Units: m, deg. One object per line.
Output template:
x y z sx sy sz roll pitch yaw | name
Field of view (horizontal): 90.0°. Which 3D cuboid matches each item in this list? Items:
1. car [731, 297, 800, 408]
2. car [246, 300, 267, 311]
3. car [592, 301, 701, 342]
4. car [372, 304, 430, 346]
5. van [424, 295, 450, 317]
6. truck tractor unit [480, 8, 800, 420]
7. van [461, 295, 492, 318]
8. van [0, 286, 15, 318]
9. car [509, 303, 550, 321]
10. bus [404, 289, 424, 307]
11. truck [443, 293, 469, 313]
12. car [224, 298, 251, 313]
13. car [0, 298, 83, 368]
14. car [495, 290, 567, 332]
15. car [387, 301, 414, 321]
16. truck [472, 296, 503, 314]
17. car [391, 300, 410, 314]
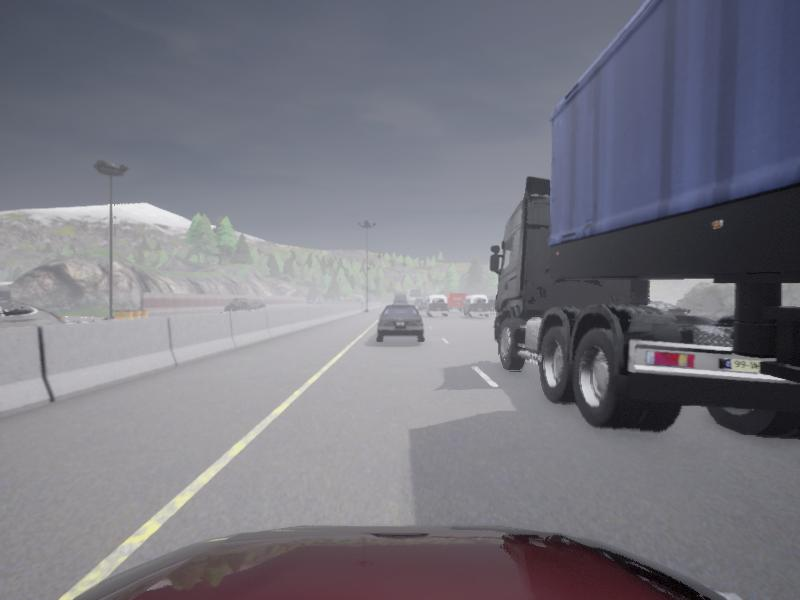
7.006 0.782 4.663 2.152 1.651 5.027 0 0 0 | car
-20.936 0.824 58.561 1.789 1.549 3.705 0 0 0 | car
10.521 0.831 17.584 2.007 1.525 4.514 0 0 0 | car
0.022 0.897 16.713 2.033 1.411 5.357 0 0 0 | car
3.543 0.578 38.828 2.069 2.038 4.480 0 0 0 | van
3.717 -0.661 7.340 3.053 4.208 6.516 4 -5 1 | truck tractor unit
7.038 0.578 37.298 2.069 2.038 4.480 0 0 0 | van
-34.789 0.130 32.063 5.915 2.561 1.988 0 0 0 | van
10.535 0.949 32.933 1.895 1.301 4.718 0 0 0 | car
3.270 -0.522 99.422 3.944 4.253 10.273 0 0 -4 | bus
7.058 0.357 50.951 2.627 2.467 5.204 0 -1 0 | truck
-20.944 0.654 51.626 1.905 1.878 3.866 0 0 0 | car
-10.490 0.783 9.349 2.152 1.651 5.027 0 0 0 | car
7.029 0.566 22.247 2.150 2.045 5.566 0 -1 0 | car
0.037 0.829 32.655 2.038 1.542 4.974 0 0 0 | car
10.554 0.550 48.596 2.390 2.098 6.274 0 0 0 | truck
0.052 0.833 47.062 2.038 1.542 4.974 0 0 0 | car
